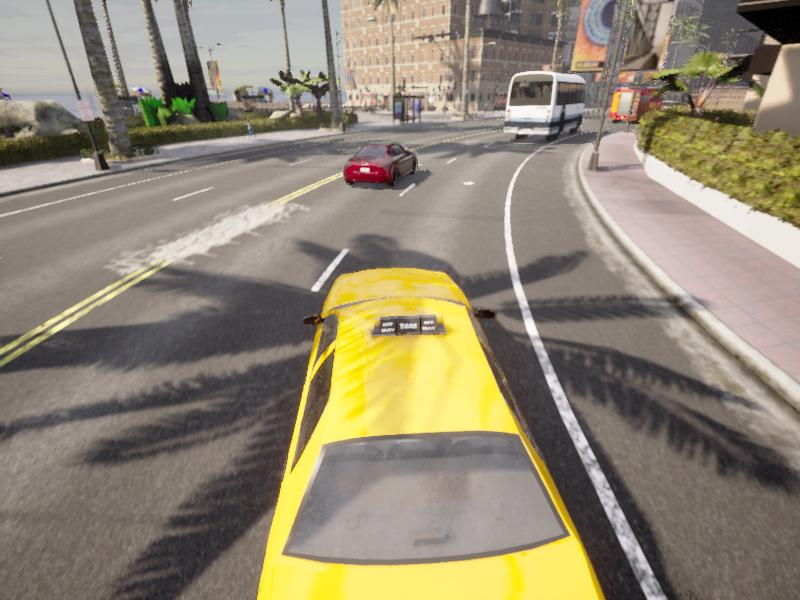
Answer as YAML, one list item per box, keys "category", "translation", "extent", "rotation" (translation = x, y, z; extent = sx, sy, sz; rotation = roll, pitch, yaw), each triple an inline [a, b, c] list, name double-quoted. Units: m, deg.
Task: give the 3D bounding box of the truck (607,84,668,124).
- category: "truck"
  translation: [27.144, -22.433, 45.640]
  extent: [8.468, 3.827, 2.891]
  rotation: [-25, 36, -39]

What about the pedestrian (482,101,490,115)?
- category: "pedestrian"
  translation: [12.386, -27.691, 57.749]
  extent: [0.751, 1.860, 0.751]
  rotation: [24, 36, 39]

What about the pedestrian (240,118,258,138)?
- category: "pedestrian"
  translation: [-11.195, -12.796, 29.724]
  extent: [0.751, 1.300, 0.751]
  rotation: [12, 30, 23]

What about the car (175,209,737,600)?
- category: "car"
  translation: [0.047, 0.683, 3.551]
  extent: [1.801, 1.575, 5.366]
  rotation: [-2, 27, -3]

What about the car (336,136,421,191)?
- category: "car"
  translation: [-0.661, -5.487, 15.751]
  extent: [1.994, 1.385, 4.181]
  rotation: [7, 28, 15]

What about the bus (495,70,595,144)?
- category: "bus"
  translation: [11.137, -14.592, 30.141]
  extent: [3.944, 4.253, 10.273]
  rotation: [16, 32, 30]

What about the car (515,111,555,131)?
- category: "car"
  translation: [12.525, -16.630, 37.102]
  extent: [1.970, 1.475, 3.806]
  rotation: [21, 34, 35]

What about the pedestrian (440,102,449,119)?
- category: "pedestrian"
  translation: [5.649, -24.116, 50.888]
  extent: [0.751, 1.860, 0.751]
  rotation: [22, 35, 36]

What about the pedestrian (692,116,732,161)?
- category: "pedestrian"
  translation: [14.447, -7.498, 18.571]
  extent: [0.751, 1.860, 0.751]
  rotation: [7, 28, 14]

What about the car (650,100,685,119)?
- category: "car"
  translation: [36.054, -25.692, 53.809]
  extent: [5.566, 2.045, 2.150]
  rotation: [-24, 36, -38]
